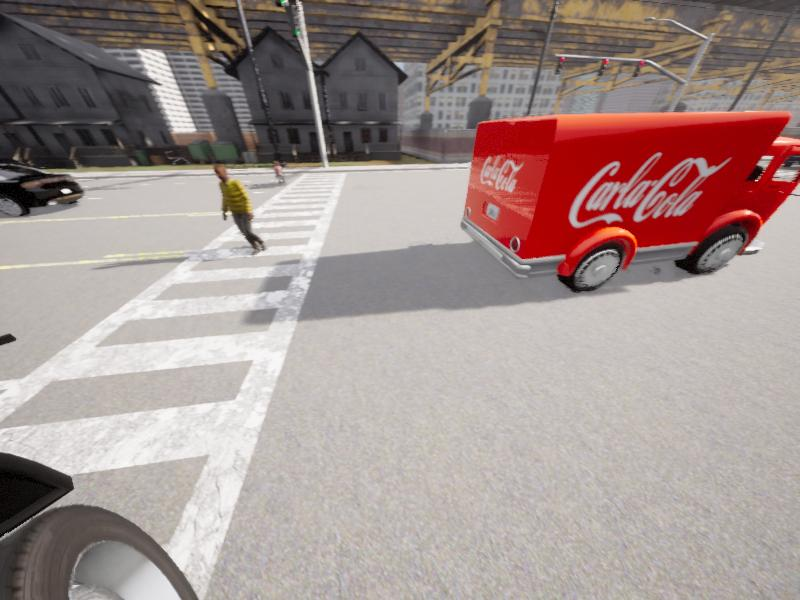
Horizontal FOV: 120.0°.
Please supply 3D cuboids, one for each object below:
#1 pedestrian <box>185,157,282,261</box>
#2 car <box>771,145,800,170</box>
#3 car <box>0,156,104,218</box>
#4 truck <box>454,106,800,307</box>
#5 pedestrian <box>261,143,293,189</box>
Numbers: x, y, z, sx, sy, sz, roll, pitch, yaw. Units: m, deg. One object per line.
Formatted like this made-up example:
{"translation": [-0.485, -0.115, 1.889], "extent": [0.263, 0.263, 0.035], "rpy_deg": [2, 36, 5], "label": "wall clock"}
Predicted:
{"translation": [-3.271, -1.832, 4.768], "extent": [0.751, 1.860, 0.751], "rpy_deg": [3, 36, 5], "label": "pedestrian"}
{"translation": [31.151, -10.378, 16.744], "extent": [5.357, 1.411, 2.033], "rpy_deg": [-5, 36, -7], "label": "car"}
{"translation": [-14.553, -3.856, 7.902], "extent": [5.238, 1.638, 1.930], "rpy_deg": [-5, 36, -6], "label": "car"}
{"translation": [4.122, -1.923, 4.358], "extent": [5.204, 2.467, 2.627], "rpy_deg": [-6, 36, -7], "label": "truck"}
{"translation": [-6.056, -6.598, 11.397], "extent": [0.751, 1.860, 0.751], "rpy_deg": [-23, 42, -29], "label": "pedestrian"}
